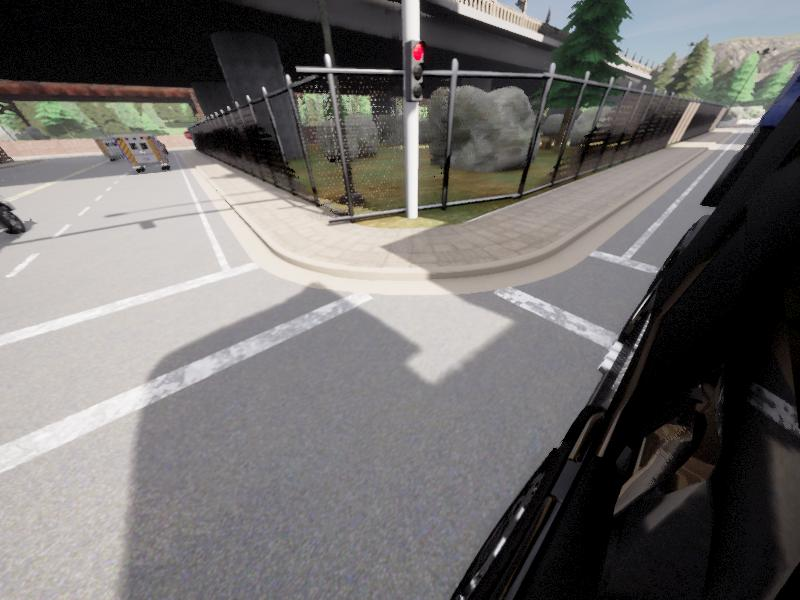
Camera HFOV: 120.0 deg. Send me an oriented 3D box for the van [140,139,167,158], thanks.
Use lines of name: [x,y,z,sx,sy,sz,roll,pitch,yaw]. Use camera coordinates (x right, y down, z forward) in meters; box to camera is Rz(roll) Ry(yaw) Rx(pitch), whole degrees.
van: [-34.285,-21.178,32.282,1.775,1.987,4.442,-28,43,-30]

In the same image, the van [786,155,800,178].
van: [16.999,-5.331,8.154,2.069,2.038,4.480,28,45,34]

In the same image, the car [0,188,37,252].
car: [-11.206,-1.754,5.088,1.932,1.855,4.605,-27,43,-30]

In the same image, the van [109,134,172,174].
van: [-21.619,-12.518,19.622,2.351,2.431,6.366,-27,43,-30]

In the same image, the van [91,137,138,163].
van: [-35.836,-19.151,29.278,2.351,2.431,6.366,-27,44,-30]

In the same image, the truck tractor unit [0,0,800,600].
truck tractor unit: [2.645,-0.295,0.352,6.516,4.208,3.053,-28,44,-30]

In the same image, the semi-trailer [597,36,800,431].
semi-trailer: [8.753,-3.545,4.205,14.254,4.402,2.717,-27,43,-29]
